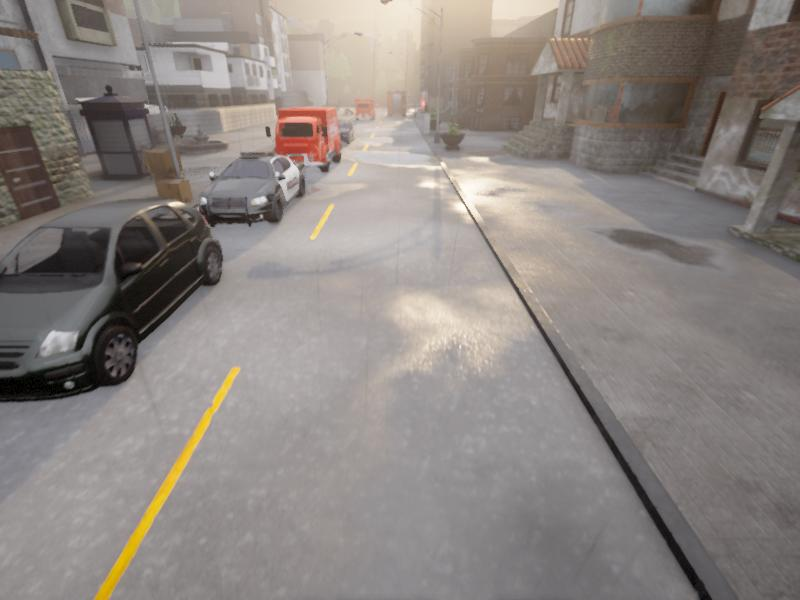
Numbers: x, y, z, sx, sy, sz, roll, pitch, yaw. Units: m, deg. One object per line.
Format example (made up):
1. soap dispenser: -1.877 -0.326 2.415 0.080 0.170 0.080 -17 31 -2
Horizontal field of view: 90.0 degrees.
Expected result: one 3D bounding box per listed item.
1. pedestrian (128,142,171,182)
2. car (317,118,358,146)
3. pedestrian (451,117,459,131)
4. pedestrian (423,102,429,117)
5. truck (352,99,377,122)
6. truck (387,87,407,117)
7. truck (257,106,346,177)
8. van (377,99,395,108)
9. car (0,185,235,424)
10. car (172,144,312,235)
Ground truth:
1. pedestrian: -9.298 -5.137 14.882 0.751 1.300 0.751 4 28 9
2. car: -4.233 -11.812 27.993 2.033 1.411 5.357 0 27 0
3. pedestrian: 4.755 -15.320 34.815 0.500 1.100 0.500 -4 28 -8
4. pedestrian: 3.635 -26.659 55.980 0.751 1.860 0.751 -1 27 -1
5. truck: -4.394 -23.826 50.140 2.627 2.467 5.204 0 27 0
6. truck: -0.471 -30.302 61.183 2.891 3.827 8.468 0 27 0
7. truck: -4.164 -7.363 18.184 2.627 2.467 5.204 0 27 0
8. van: -3.343 -46.719 95.042 1.775 1.987 4.442 -20 33 -33
9. car: -4.074 -0.351 5.533 1.851 1.617 3.988 0 27 0
10. car: -4.116 -3.410 11.549 2.038 1.542 4.974 0 27 0
